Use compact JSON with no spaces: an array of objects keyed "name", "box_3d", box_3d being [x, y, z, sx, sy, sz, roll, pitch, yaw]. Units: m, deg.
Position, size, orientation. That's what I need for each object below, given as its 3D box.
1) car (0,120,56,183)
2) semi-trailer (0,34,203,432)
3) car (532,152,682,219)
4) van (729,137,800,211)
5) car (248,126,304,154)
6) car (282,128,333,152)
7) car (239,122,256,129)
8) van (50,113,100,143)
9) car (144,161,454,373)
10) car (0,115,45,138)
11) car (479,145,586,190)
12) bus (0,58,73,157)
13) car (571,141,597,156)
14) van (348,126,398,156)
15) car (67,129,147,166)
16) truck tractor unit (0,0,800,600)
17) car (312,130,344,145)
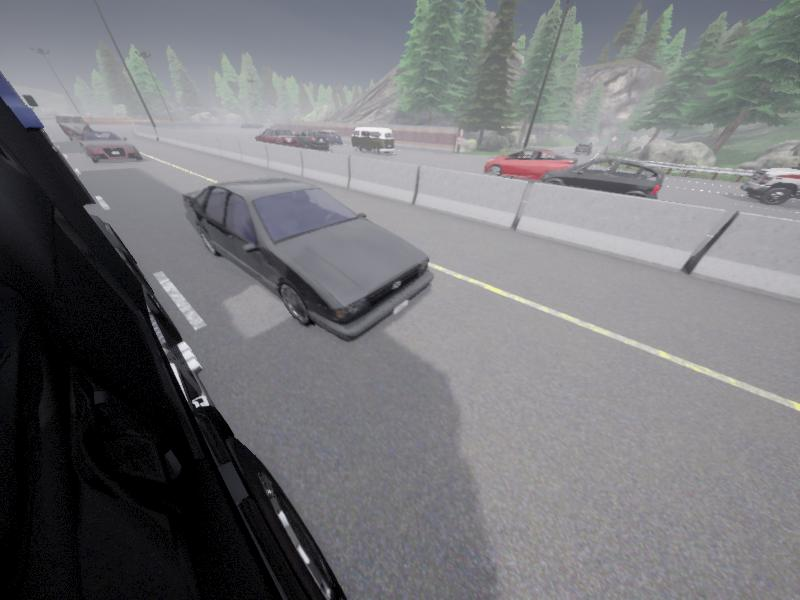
[{"name":"car","box_3d":[-16.221,-6.009,9.171,4.553,1.767,2.097,27,43,29]},{"name":"semi-trailer","box_3d":[-8.778,-3.551,4.146,14.254,4.402,2.717,27,43,29]},{"name":"car","box_3d":[7.535,-4.519,8.842,3.705,1.549,1.789,27,43,29]},{"name":"van","box_3d":[18.672,-4.561,8.853,6.366,2.431,2.351,27,43,29]},{"name":"car","box_3d":[-10.840,-14.037,20.194,4.553,1.767,2.097,27,43,29]},{"name":"car","box_3d":[-9.038,-15.759,22.703,4.611,1.667,2.242,27,43,29]},{"name":"car","box_3d":[-44.648,-51.180,67.731,1.789,1.549,3.705,9,38,9]},{"name":"van","box_3d":[-29.919,-15.858,21.282,4.442,1.987,1.775,27,43,30]},{"name":"car","box_3d":[-2.048,-1.283,4.061,5.357,1.411,2.033,27,43,29]},{"name":"car","box_3d":[-36.976,-16.784,22.338,4.611,1.667,2.242,29,44,31]},{"name":"car","box_3d":[7.090,-7.433,12.719,4.514,1.525,2.007,27,43,29]},{"name":"bus","box_3d":[-25.687,-11.968,14.464,10.273,4.253,3.944,27,43,29]},{"name":"car","box_3d":[25.954,-21.388,32.503,2.128,1.511,4.902,26,43,28]},{"name":"van","box_3d":[-2.616,-15.308,22.200,4.480,2.038,2.069,28,44,29]},{"name":"car","box_3d":[-16.684,-8.775,13.167,4.181,1.385,1.994,27,43,29]},{"name":"truck tractor unit","box_3d":[-2.645,-0.295,0.351,6.516,4.208,3.053,28,44,30]},{"name":"car","box_3d":[-9.400,-21.255,30.173,3.806,1.475,1.970,27,43,29]}]
